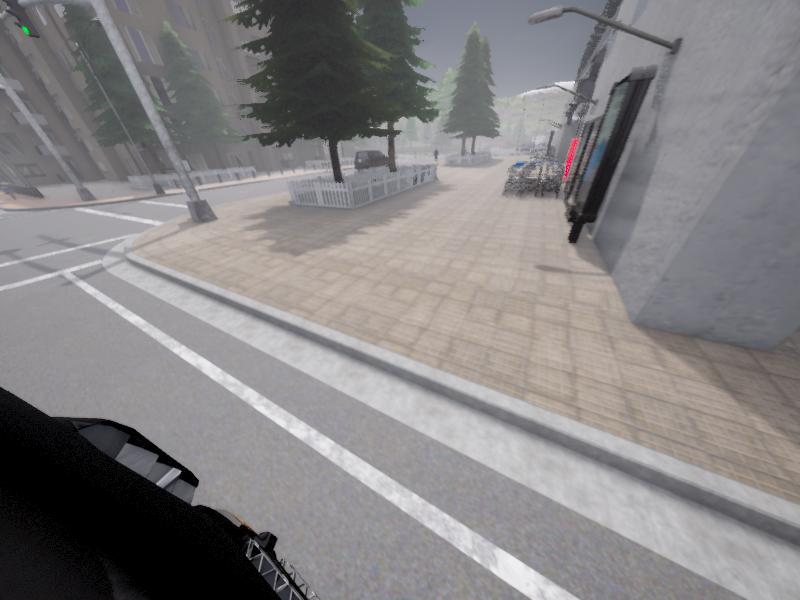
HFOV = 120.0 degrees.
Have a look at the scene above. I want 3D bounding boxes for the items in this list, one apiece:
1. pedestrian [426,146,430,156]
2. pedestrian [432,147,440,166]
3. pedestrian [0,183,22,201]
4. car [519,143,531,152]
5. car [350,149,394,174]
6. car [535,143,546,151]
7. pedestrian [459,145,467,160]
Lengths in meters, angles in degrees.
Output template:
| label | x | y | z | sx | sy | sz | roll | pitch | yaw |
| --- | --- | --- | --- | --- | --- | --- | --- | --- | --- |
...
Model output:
| label | x | y | z | sx | sy | sz | roll | pitch | yaw |
| --- | --- | --- | --- | --- | --- | --- | --- | --- | --- |
| pedestrian | 6.866 | -36.993 | 57.358 | 0.751 | 1.860 | 0.751 | 16 | 38 | 27 |
| pedestrian | 4.301 | -17.205 | 27.650 | 0.751 | 1.860 | 0.751 | -7 | 34 | -6 |
| pedestrian | -28.421 | -7.849 | 16.765 | 0.500 | 1.100 | 0.500 | 13 | 37 | 23 |
| car | 27.976 | -34.051 | 51.670 | 1.845 | 1.501 | 3.633 | 14 | 37 | 24 |
| car | -3.066 | -16.096 | 26.719 | 2.150 | 2.045 | 5.566 | 14 | 37 | 23 |
| car | 34.019 | -37.149 | 55.893 | 1.970 | 1.475 | 3.806 | 14 | 37 | 24 |
| pedestrian | 9.429 | -22.178 | 34.753 | 0.751 | 1.860 | 0.751 | 17 | 38 | 27 |
